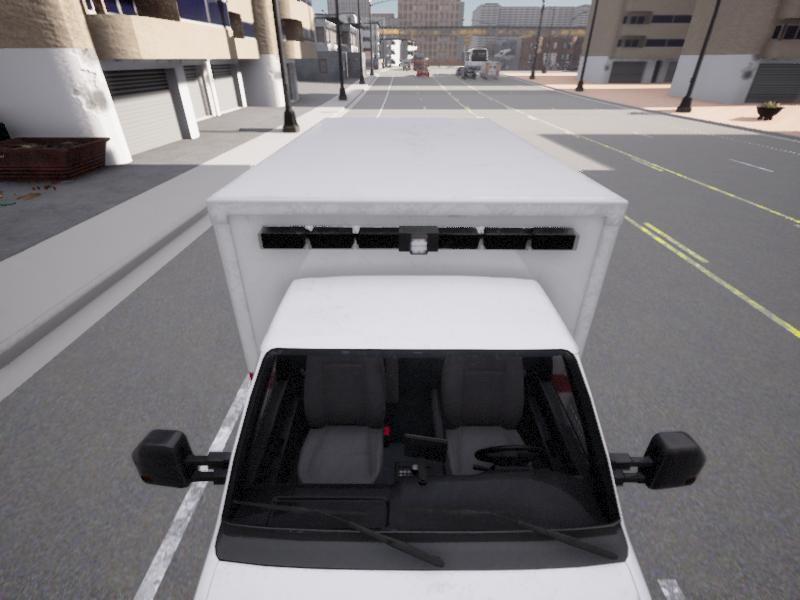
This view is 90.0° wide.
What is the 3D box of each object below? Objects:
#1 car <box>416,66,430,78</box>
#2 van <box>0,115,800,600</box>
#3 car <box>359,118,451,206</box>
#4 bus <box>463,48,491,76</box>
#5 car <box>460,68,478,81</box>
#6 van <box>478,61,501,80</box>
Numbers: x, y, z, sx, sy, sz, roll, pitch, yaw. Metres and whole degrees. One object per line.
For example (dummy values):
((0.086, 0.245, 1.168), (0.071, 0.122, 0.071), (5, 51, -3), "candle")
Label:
((4.026, -39.952, 70.011), (2.242, 1.667, 4.611), (0, 32, 0), "car")
((0.086, 0.007, 3.602), (2.351, 2.431, 6.366), (0, 30, 0), "van")
((0.128, -4.271, 11.830), (2.128, 1.511, 4.902), (0, 30, 0), "car")
((14.422, -45.356, 76.140), (3.944, 4.253, 10.273), (2, 32, 4), "bus")
((10.984, -36.151, 64.037), (2.128, 1.511, 4.902), (0, 32, 0), "car")
((14.495, -37.407, 65.095), (2.351, 2.431, 6.366), (0, 32, 0), "van")
